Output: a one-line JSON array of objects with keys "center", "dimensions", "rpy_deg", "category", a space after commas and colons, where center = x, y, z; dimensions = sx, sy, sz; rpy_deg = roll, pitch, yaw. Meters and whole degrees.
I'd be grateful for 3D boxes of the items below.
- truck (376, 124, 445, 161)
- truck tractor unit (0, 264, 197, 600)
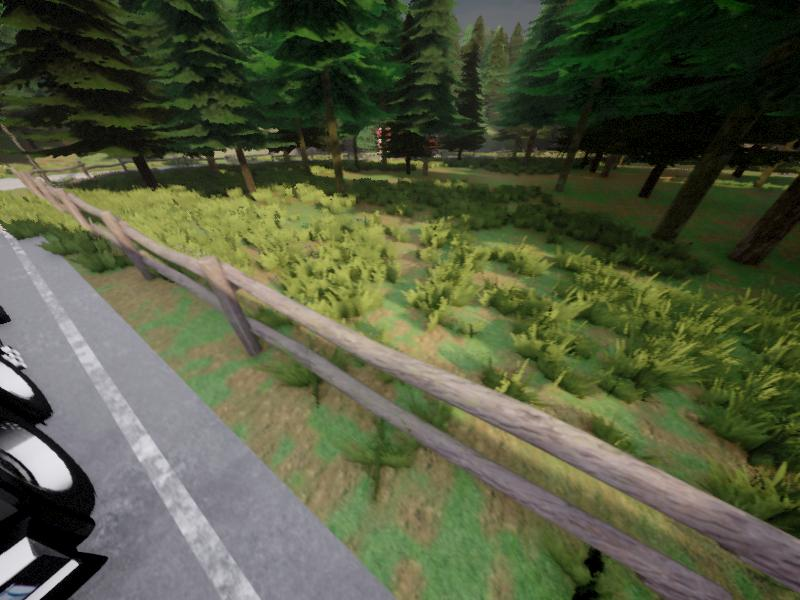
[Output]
[{"center": [1.241, -21.028, 30.911], "dimensions": [8.468, 3.827, 2.891], "rpy_deg": [-6, 35, -7], "category": "truck"}, {"center": [-5.112, -0.298, 0.784], "dimensions": [6.516, 4.208, 3.053], "rpy_deg": [18, 39, 24], "category": "truck tractor unit"}]
